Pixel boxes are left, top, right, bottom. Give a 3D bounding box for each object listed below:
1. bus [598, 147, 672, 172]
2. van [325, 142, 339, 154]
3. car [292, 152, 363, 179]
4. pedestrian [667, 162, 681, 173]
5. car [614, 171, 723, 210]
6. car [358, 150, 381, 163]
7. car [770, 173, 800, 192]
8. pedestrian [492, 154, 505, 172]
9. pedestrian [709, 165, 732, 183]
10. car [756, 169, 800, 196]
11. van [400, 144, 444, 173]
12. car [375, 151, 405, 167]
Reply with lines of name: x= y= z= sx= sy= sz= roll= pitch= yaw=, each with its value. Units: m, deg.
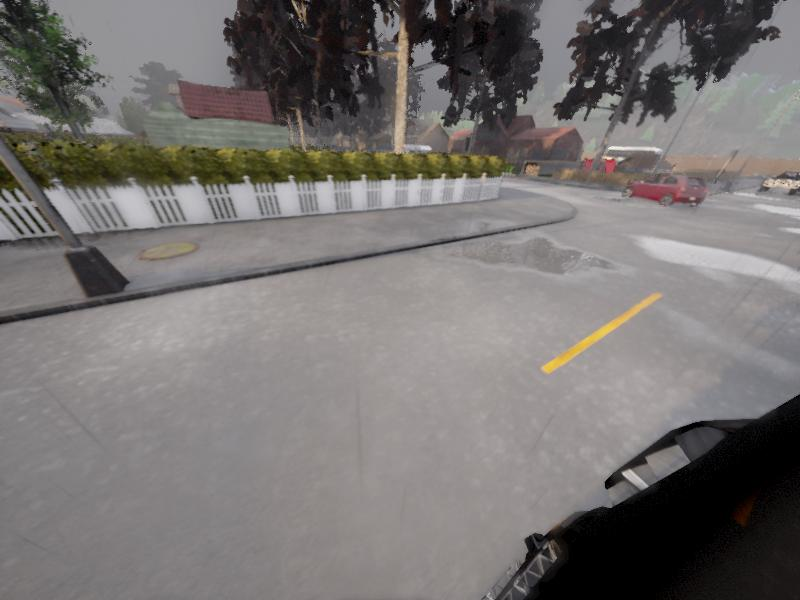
bus: x=52.203 y=-31.789 z=51.959 sx=3.944 sy=4.253 sz=10.273 roll=-16 pitch=38 yaw=-26
van: x=-18.861 y=-42.022 z=63.976 sx=1.988 sy=2.561 sz=5.915 roll=-16 pitch=38 yaw=-26
car: x=-4.940 y=-9.307 z=16.003 sx=4.181 sy=1.381 sz=1.994 roll=-16 pitch=38 yaw=-26
pedestrian: x=51.962 y=-25.149 z=43.828 sx=0.751 sy=1.860 sz=0.751 roll=-16 pitch=38 yaw=-26
car: x=15.380 y=-6.548 z=13.590 sx=1.845 sy=1.501 sz=3.633 roll=1 pitch=34 yaw=-4
car: x=-5.104 y=-23.686 z=38.071 sx=1.801 sy=1.575 sz=5.366 roll=-16 pitch=38 yaw=-26
car: x=42.293 y=-12.650 z=24.768 sx=4.892 sy=1.490 sz=1.837 roll=-16 pitch=38 yaw=-26
pedestrian: x=12.226 y=-17.050 z=28.747 sx=0.751 sy=1.860 sz=0.751 roll=-16 pitch=38 yaw=-26
pedestrian: x=37.796 y=-14.882 z=27.266 sx=0.751 sy=1.860 sz=0.751 roll=-17 pitch=38 yaw=-27
car: x=35.485 y=-10.854 z=21.216 sx=4.605 sy=1.855 sz=1.932 roll=-16 pitch=38 yaw=-26
van: x=2.357 y=-16.771 z=27.255 sx=1.988 sy=2.561 sz=5.915 roll=-16 pitch=38 yaw=-26
car: x=-1.498 y=-20.168 z=32.954 sx=2.152 sy=1.651 sz=5.027 roll=-16 pitch=38 yaw=-26
